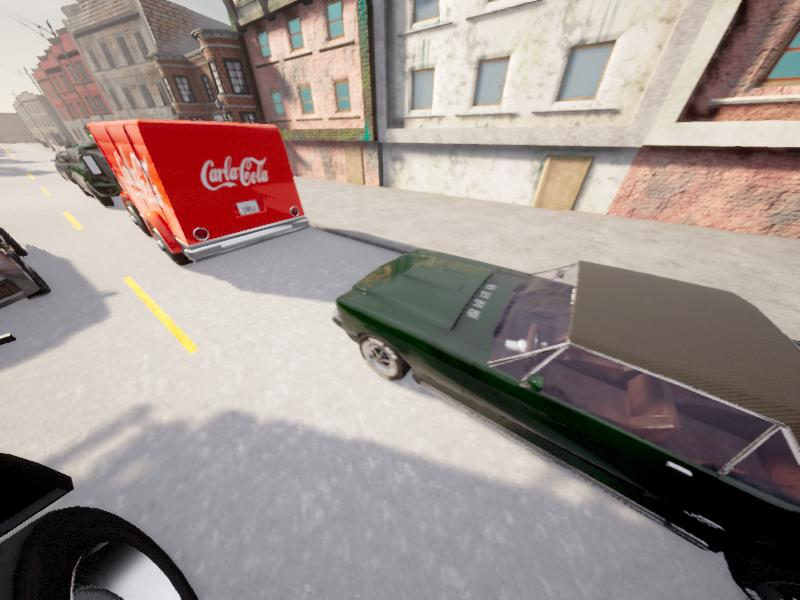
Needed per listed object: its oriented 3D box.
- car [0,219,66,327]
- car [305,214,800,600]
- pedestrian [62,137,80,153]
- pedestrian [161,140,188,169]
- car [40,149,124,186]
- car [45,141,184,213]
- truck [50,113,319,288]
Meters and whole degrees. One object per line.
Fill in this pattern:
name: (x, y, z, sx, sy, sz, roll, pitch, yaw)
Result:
car: (-7.953, -0.770, 3.488, 4.611, 1.667, 2.242, 20, 40, 26)
car: (1.557, 0.443, 2.171, 4.718, 1.301, 1.895, 22, 40, 27)
pedestrian: (-49.028, -23.090, 34.435, 0.751, 1.860, 0.751, 24, 42, 30)
pedestrian: (-17.520, -11.322, 17.994, 0.751, 1.860, 0.751, -22, 41, -28)
car: (-18.915, -7.982, 13.757, 4.514, 1.525, 2.007, 22, 41, 28)
car: (-11.939, -5.373, 9.660, 5.566, 2.045, 2.150, 22, 41, 28)
truck: (-4.966, -2.702, 5.560, 5.204, 2.467, 2.627, 22, 41, 28)
